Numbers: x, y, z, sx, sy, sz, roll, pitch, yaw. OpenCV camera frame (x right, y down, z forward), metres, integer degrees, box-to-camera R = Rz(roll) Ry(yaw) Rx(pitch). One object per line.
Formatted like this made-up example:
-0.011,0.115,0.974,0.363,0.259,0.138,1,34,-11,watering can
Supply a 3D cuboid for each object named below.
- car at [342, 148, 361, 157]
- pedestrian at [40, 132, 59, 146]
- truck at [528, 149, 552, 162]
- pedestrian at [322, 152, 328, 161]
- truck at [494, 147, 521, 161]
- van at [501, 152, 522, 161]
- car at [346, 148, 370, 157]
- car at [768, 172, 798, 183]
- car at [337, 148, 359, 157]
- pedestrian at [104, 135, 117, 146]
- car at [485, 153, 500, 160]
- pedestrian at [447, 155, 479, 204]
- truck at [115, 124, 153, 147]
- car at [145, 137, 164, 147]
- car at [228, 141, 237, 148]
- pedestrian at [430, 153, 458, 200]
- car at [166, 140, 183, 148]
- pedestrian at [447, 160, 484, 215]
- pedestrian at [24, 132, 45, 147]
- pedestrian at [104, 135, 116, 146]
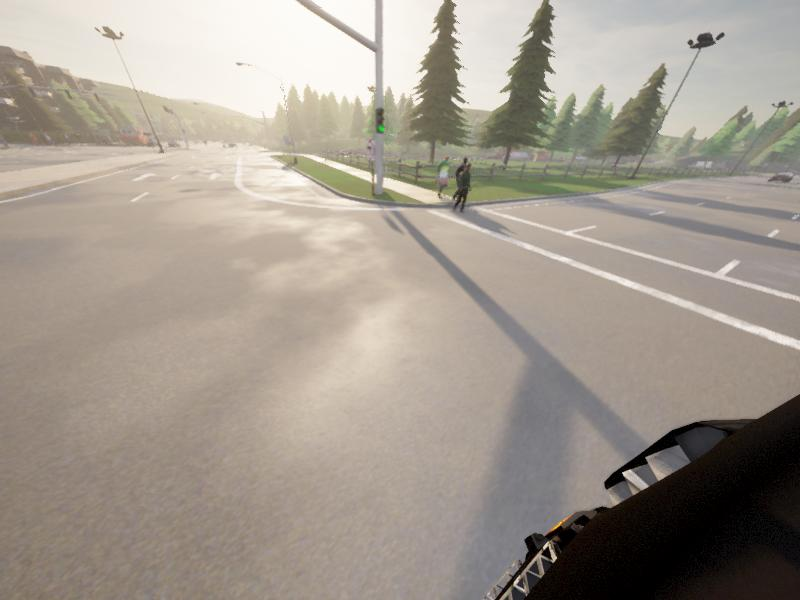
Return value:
-11.796,-35.800,55.943,3.988,1.617,1.851,-16,38,-26,car
-57.510,-26.362,37.900,0.751,1.860,0.751,-14,37,-24,pedestrian
53.451,-55.078,88.013,8.468,3.827,2.891,-16,38,-26,truck
-10.684,-20.452,32.870,0.500,1.100,0.500,-13,37,-23,pedestrian
37.144,-50.492,79.837,8.468,3.827,2.891,-16,38,-26,truck
37.066,-47.673,76.826,6.366,2.431,2.351,-16,38,-26,van
-9.717,-34.182,53.603,4.856,1.649,2.033,-16,38,-26,car
63.920,-20.519,38.573,4.674,1.442,1.812,-16,38,-26,car
-13.182,-37.532,58.680,5.027,1.651,2.152,-16,38,-26,car
-57.929,-31.868,46.220,0.751,1.860,0.751,-13,37,-23,pedestrian
32.583,-50.586,81.496,4.553,1.767,2.097,-16,38,-26,car
2.759,-5.361,10.308,0.751,1.860,0.751,-18,39,-28,pedestrian
-61.150,-37.917,53.402,2.891,3.827,8.468,-16,38,-26,truck
-56.649,-36.482,53.346,1.905,1.878,3.866,-16,38,-26,car
-52.473,-48.678,72.359,1.930,1.638,5.238,-16,38,-26,car
2.049,-5.844,10.987,0.751,1.860,0.751,-14,37,-24,pedestrian
-53.722,-37.281,55.110,1.837,1.490,4.892,-16,38,-26,car
2.559,-4.463,9.210,0.751,1.860,0.751,-12,36,-21,pedestrian
-55.894,-24.589,35.338,0.751,1.860,0.751,-14,37,-24,pedestrian
-58.552,-32.147,46.596,0.751,1.860,0.751,-23,41,-33,pedestrian
